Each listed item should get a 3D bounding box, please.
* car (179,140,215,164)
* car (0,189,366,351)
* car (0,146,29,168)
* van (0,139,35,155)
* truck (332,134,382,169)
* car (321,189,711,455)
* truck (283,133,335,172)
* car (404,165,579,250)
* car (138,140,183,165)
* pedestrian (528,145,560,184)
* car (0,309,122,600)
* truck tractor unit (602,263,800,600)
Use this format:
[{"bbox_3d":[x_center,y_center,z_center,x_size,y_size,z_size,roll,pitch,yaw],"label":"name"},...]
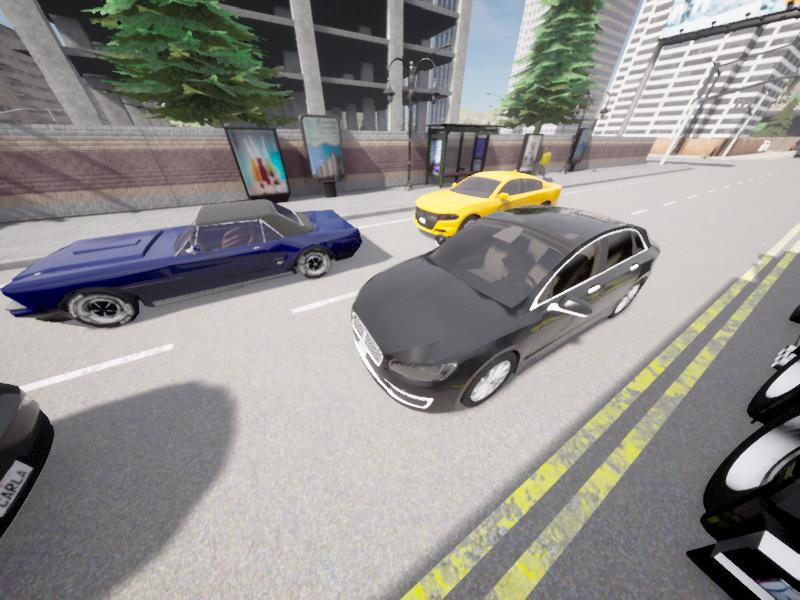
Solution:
[{"bbox_3d":[-21.173,-15.624,24.287,1.905,1.878,3.866,-18,39,-24],"label":"car"},{"bbox_3d":[-3.233,-1.005,4.281,4.718,1.301,1.895,-18,39,-24],"label":"car"},{"bbox_3d":[-37.159,-12.891,20.793,1.882,1.535,5.008,-18,39,-25],"label":"car"},{"bbox_3d":[-60.230,-23.767,35.848,1.775,1.987,4.442,-18,39,-25],"label":"van"},{"bbox_3d":[-4.004,-13.771,21.294,2.615,2.467,5.204,-18,39,-24],"label":"truck"},{"bbox_3d":[1.720,-0.394,3.265,4.892,1.490,1.837,-18,39,-24],"label":"car"},{"bbox_3d":[-7.735,-12.548,19.513,2.615,2.467,5.204,-18,39,-24],"label":"truck"},{"bbox_3d":[2.771,-3.064,7.068,5.008,1.535,1.882,-18,39,-24],"label":"car"},{"bbox_3d":[-23.718,-14.790,23.072,1.905,1.878,3.866,-18,39,-24],"label":"car"},{"bbox_3d":[8.208,-7.740,13.228,0.751,1.860,0.751,-10,36,-14],"label":"pedestrian"},{"bbox_3d":[-4.522,1.647,0.292,4.892,1.490,1.837,-18,39,-25],"label":"car"},{"bbox_3d":[5.110,-0.301,0.787,6.516,4.208,3.053,-18,39,-24],"label":"truck tractor unit"}]
